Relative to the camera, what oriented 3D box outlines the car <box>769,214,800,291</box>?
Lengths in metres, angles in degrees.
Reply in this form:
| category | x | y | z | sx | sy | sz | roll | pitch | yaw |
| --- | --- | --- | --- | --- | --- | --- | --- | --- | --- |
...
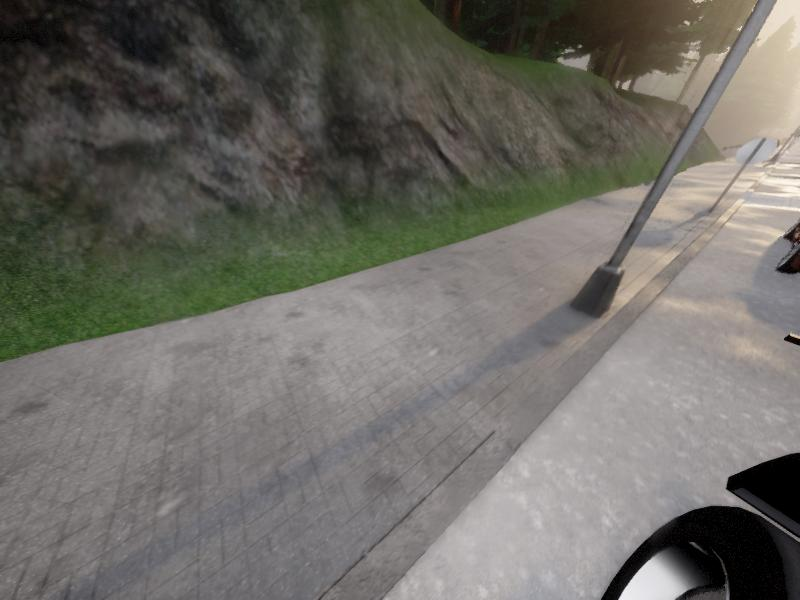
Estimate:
| category | x | y | z | sx | sy | sz | roll | pitch | yaw |
| --- | --- | --- | --- | --- | --- | --- | --- | --- | --- |
| car | 9.565 | -1.348 | 4.440 | 5.008 | 1.535 | 1.882 | -22 | 41 | -27 |

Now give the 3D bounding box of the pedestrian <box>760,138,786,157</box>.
| category | x | y | z | sx | sy | sz | roll | pitch | yaw |
| --- | --- | --- | --- | --- | --- | --- | --- | --- | --- |
| pedestrian | 44.739 | -18.268 | 27.741 | 0.751 | 1.860 | 0.751 | -20 | 40 | -26 |
